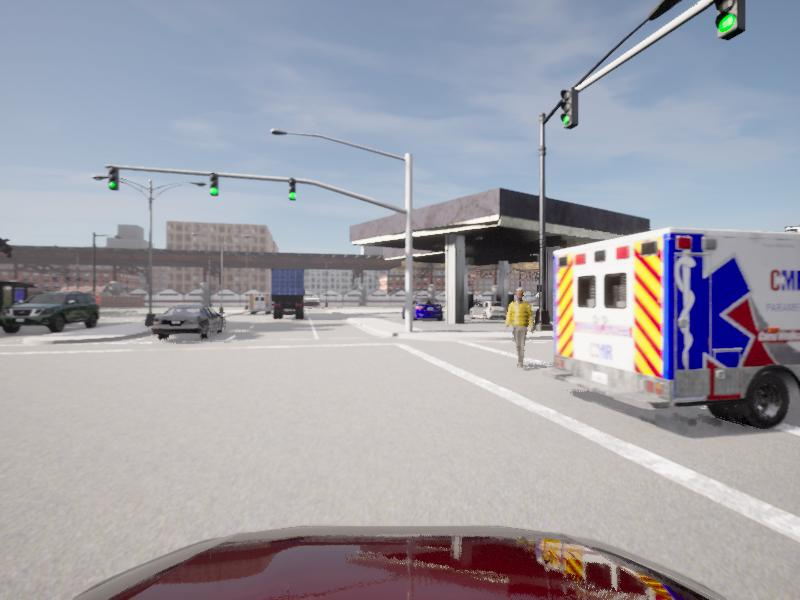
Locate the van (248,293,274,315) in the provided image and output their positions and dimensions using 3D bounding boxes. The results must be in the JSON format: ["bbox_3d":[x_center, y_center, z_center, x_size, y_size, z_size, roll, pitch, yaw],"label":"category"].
[{"bbox_3d":[-16.311,0.415,47.350,2.351,2.431,6.366,0,0,-14],"label":"van"}]

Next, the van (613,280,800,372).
[{"bbox_3d":[8.210,0.585,10.454,4.480,2.038,2.069,0,0,-15],"label":"van"}]

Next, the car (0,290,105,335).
[{"bbox_3d":[-18.183,0.580,21.158,2.150,2.045,5.566,0,0,-14],"label":"car"}]

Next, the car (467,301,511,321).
[{"bbox_3d":[6.990,0.832,31.729,1.970,1.475,3.806,0,0,-13],"label":"car"}]

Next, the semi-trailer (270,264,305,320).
[{"bbox_3d":[-10.597,-0.587,38.658,2.717,4.402,14.254,0,0,-14],"label":"semi-trailer"}]

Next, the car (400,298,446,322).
[{"bbox_3d":[1.588,0.667,29.631,2.242,1.667,4.611,0,0,-13],"label":"car"}]

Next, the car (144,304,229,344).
[{"bbox_3d":[-9.069,0.907,17.552,2.033,1.411,5.357,0,0,-14],"label":"car"}]

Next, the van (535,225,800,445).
[{"bbox_3d":[5.632,0.386,6.228,6.366,2.431,2.351,0,0,-12],"label":"van"}]

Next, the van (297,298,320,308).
[{"bbox_3d":[-18.119,0.638,79.311,4.480,2.038,2.069,0,0,-13],"label":"van"}]

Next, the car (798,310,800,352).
[{"bbox_3d":[14.922,0.962,12.155,4.718,1.301,1.895,0,0,-15],"label":"car"}]

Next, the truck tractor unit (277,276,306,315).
[{"bbox_3d":[-12.471,-0.471,46.349,3.053,4.208,6.516,0,0,-14],"label":"truck tractor unit"}]

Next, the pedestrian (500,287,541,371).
[{"bbox_3d":[2.838,0.647,9.390,0.751,1.860,0.751,0,0,33],"label":"pedestrian"}]
